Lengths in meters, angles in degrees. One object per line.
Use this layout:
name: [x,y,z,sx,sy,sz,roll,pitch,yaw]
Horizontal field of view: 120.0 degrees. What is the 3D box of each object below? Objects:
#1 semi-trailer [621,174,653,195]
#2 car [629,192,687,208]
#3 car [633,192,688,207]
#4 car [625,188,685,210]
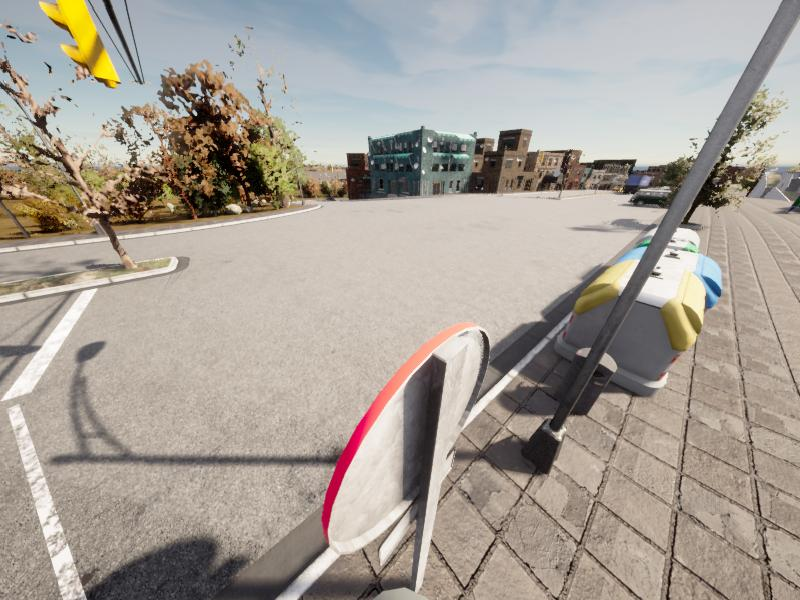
semi-trailer: [61.866,-30.094,60.205,14.254,4.402,2.717,-20,35,-36]
car: [34.472,-13.468,31.109,4.674,1.452,2.002,17,32,25]
car: [36.754,-14.328,32.812,4.674,1.452,2.002,17,33,25]
car: [32.099,-12.864,29.311,4.442,1.987,1.878,17,33,25]
